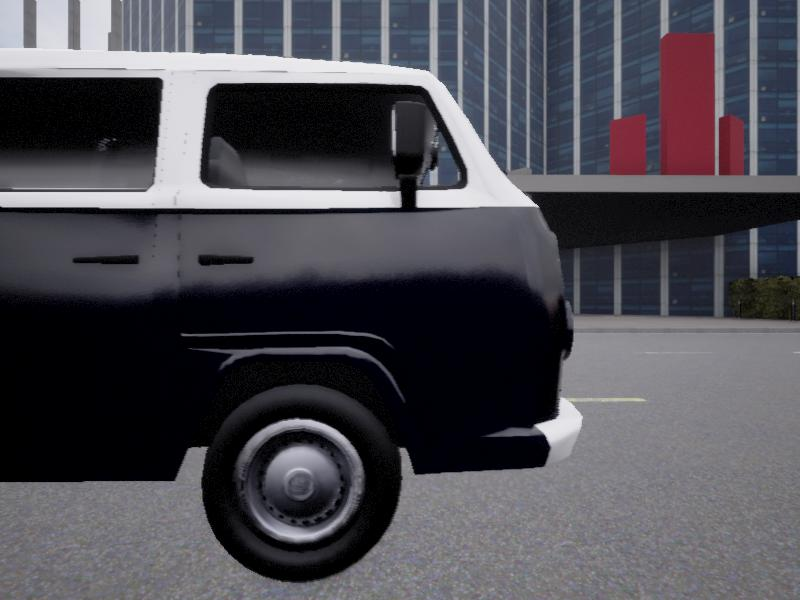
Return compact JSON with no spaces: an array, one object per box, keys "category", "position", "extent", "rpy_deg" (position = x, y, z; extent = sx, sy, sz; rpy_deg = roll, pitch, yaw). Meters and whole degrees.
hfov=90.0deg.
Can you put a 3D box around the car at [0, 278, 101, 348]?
[{"category":"car","position":[-9.814,0.270,9.075],"extent":[4.674,1.442,1.812],"rpy_deg":[0,0,-1]}]

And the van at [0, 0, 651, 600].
[{"category":"van","position":[-1.521,-0.029,2.173],"extent":[4.480,2.038,2.069],"rpy_deg":[0,0,-1]}]
